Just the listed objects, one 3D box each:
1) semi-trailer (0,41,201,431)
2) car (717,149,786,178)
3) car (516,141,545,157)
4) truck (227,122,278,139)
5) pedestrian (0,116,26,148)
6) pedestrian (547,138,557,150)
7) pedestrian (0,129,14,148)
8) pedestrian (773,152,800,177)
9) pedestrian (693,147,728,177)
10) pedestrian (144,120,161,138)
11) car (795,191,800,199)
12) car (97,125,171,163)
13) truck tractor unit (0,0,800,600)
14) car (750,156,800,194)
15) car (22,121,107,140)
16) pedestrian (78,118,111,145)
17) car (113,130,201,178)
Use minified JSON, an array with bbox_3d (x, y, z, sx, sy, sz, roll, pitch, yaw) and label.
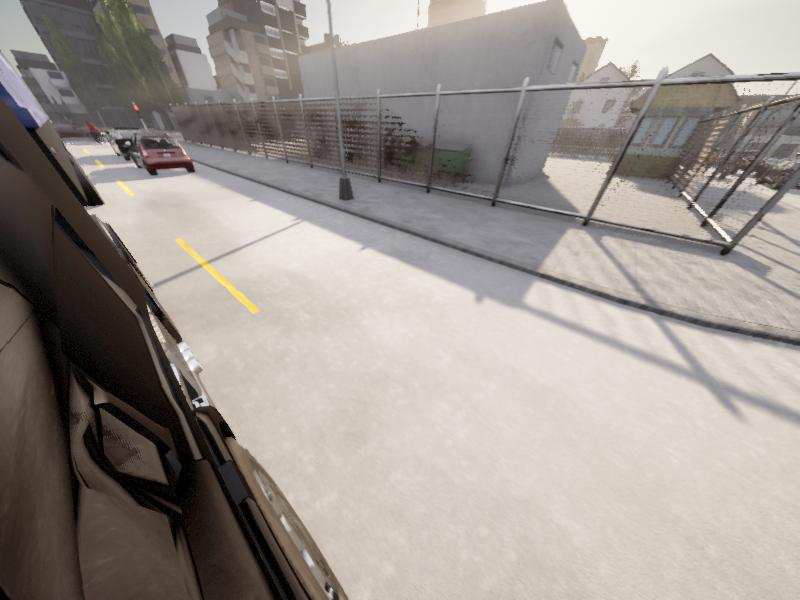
[{"bbox_3d":[-8.692,-3.594,4.255,14.254,4.402,2.717,28,43,30],"label":"semi-trailer"},{"bbox_3d":[31.074,-12.278,20.647,1.905,1.878,3.866,26,42,28],"label":"car"},{"bbox_3d":[16.591,-19.220,29.298,1.816,1.474,4.193,28,43,30],"label":"car"},{"bbox_3d":[-24.153,-27.946,38.142,2.390,2.098,6.274,28,43,30],"label":"truck"},{"bbox_3d":[-28.493,-12.153,16.681,0.751,1.860,0.751,26,42,28],"label":"pedestrian"},{"bbox_3d":[28.270,-29.094,43.004,0.751,1.860,0.751,28,43,30],"label":"pedestrian"},{"bbox_3d":[-29.102,-11.985,16.416,0.751,1.860,0.751,15,38,17],"label":"pedestrian"},{"bbox_3d":[35.571,-12.331,20.987,0.751,1.860,0.751,28,44,30],"label":"pedestrian"},{"bbox_3d":[23.291,-10.363,17.375,0.751,1.860,0.751,-27,46,-34],"label":"pedestrian"},{"bbox_3d":[-31.705,-21.844,29.576,0.751,1.860,0.751,-28,46,-35],"label":"pedestrian"},{"bbox_3d":[20.947,-5.055,10.251,1.932,1.855,4.605,29,44,31],"label":"car"},{"bbox_3d":[-17.121,-10.099,14.853,5.238,1.638,1.930,27,43,30],"label":"car"},{"bbox_3d":[-2.645,-0.295,0.351,6.516,4.208,3.053,28,44,30],"label":"truck tractor unit"},{"bbox_3d":[25.236,-7.943,14.636,2.033,1.649,4.856,29,44,31],"label":"car"},{"bbox_3d":[-34.023,-17.261,23.625,1.812,1.442,4.674,28,43,30],"label":"car"},{"bbox_3d":[-27.138,-14.950,20.548,0.751,1.860,0.751,9,37,9],"label":"pedestrian"},{"bbox_3d":[-12.049,-7.336,11.468,3.988,1.617,1.851,28,43,30],"label":"car"}]
